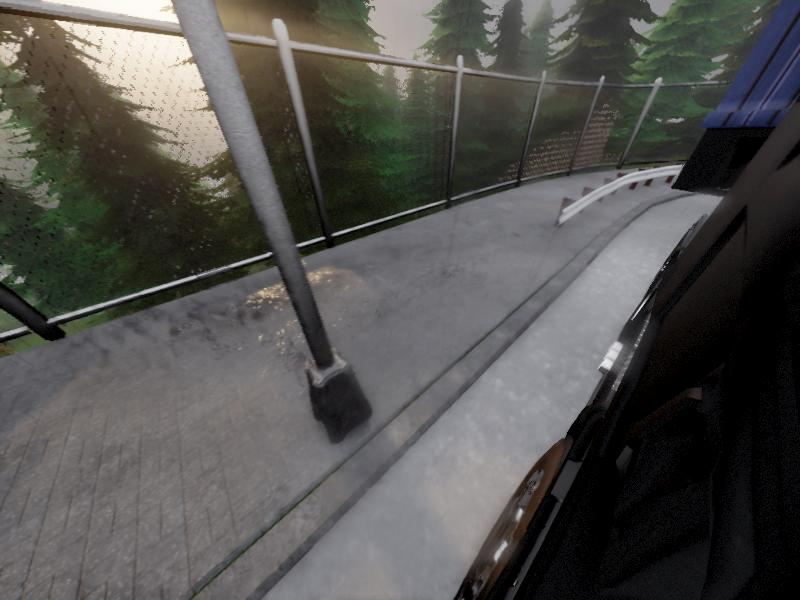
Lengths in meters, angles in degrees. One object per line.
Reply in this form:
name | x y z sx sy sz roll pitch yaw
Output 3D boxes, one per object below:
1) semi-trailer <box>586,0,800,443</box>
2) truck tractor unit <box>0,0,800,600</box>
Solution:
semi-trailer | 9.885 -2.284 2.389 14.254 4.402 2.717 -11 37 -11
truck tractor unit | 2.645 -0.295 0.352 6.516 4.208 3.053 -28 44 -30
